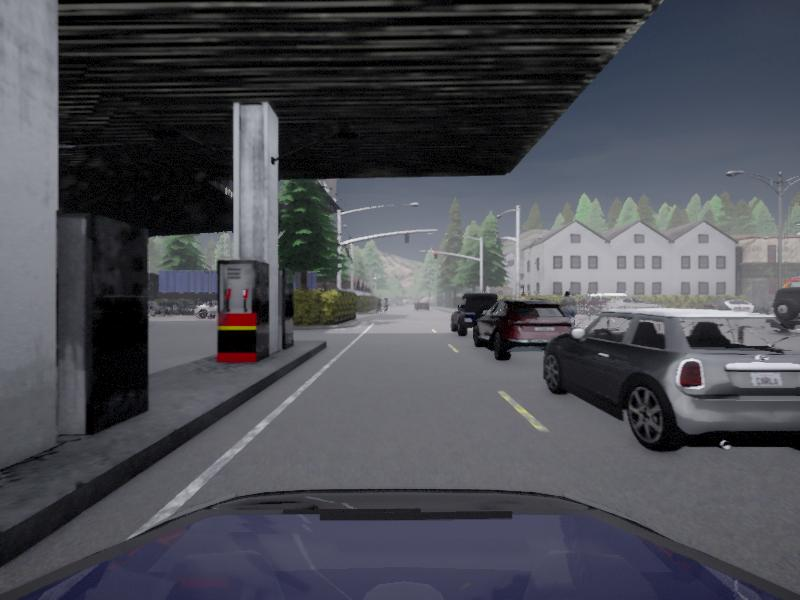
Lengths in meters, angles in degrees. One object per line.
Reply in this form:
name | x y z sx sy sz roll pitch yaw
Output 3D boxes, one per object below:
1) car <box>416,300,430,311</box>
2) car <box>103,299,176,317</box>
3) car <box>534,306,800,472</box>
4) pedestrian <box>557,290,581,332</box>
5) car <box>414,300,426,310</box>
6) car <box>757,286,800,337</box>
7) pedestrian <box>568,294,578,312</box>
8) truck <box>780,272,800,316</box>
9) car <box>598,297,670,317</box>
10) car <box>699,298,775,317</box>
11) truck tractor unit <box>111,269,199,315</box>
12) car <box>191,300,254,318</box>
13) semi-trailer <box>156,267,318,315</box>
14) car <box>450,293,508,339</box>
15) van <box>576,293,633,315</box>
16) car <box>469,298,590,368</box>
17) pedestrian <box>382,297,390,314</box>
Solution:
car | 3.485 0.827 62.013 1.882 1.535 5.008 0 0 0
car | -22.481 0.647 34.647 4.902 1.511 2.128 0 0 0
car | 3.501 0.854 5.613 1.970 1.475 3.806 0 0 0
pedestrian | 7.611 0.486 18.008 0.751 1.860 0.751 0 0 0
car | 3.482 0.827 69.396 1.882 1.535 5.008 0 0 0
car | 16.772 0.421 15.678 3.866 1.878 1.905 0 0 -1
pedestrian | 18.740 0.312 43.430 0.751 1.860 0.751 0 0 -2
truck | 38.722 -0.509 34.874 8.468 3.827 2.891 0 0 0
car | 20.259 0.591 34.770 5.027 1.651 2.152 0 0 -1
car | 29.259 0.636 34.848 4.974 1.542 2.038 0 0 0
truck tractor unit | -23.174 -0.707 38.166 6.516 4.208 3.053 0 0 0
car | -15.321 0.770 34.667 4.674 1.442 1.812 -1 1 0
semi-trailer | -15.260 -0.802 38.163 14.254 4.402 2.717 0 1 0
car | 3.497 0.648 18.389 1.905 1.878 3.866 0 0 0
van | 19.537 0.382 38.363 4.480 2.038 2.069 0 0 -5
car | 3.498 0.779 11.937 2.033 1.649 4.856 0 0 0
pedestrian | -1.562 0.636 43.998 0.751 1.860 0.751 0 0 15
